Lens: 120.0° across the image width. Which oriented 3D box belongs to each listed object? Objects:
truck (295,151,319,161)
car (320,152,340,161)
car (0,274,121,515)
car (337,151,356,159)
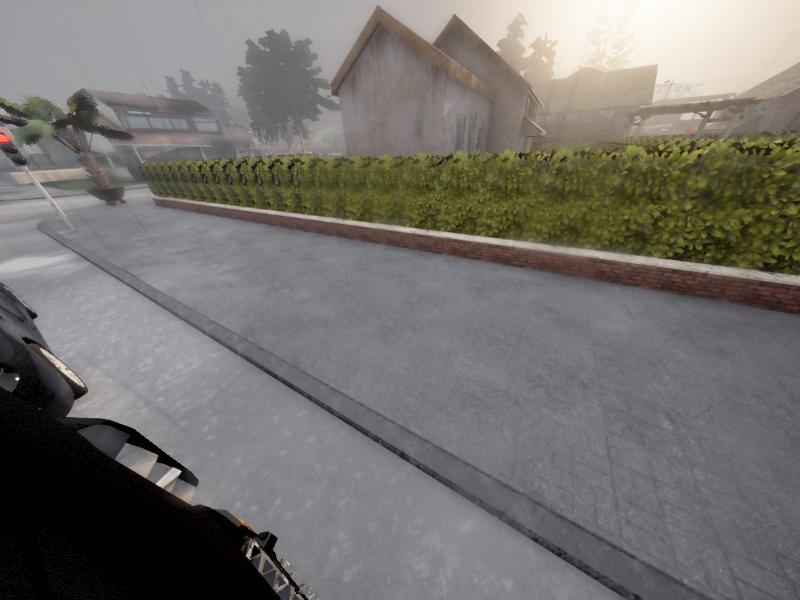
[{"bbox_3d":[-25.672,-39.753,63.824,6.274,2.098,2.390,16,38,26],"label":"truck"},{"bbox_3d":[-18.273,-37.412,60.250,4.611,1.667,2.242,16,38,26],"label":"car"},{"bbox_3d":[-5.340,0.497,2.211,5.008,1.535,1.882,16,38,26],"label":"car"},{"bbox_3d":[-14.387,-38.907,62.103,4.856,1.649,2.033,16,38,26],"label":"car"}]
